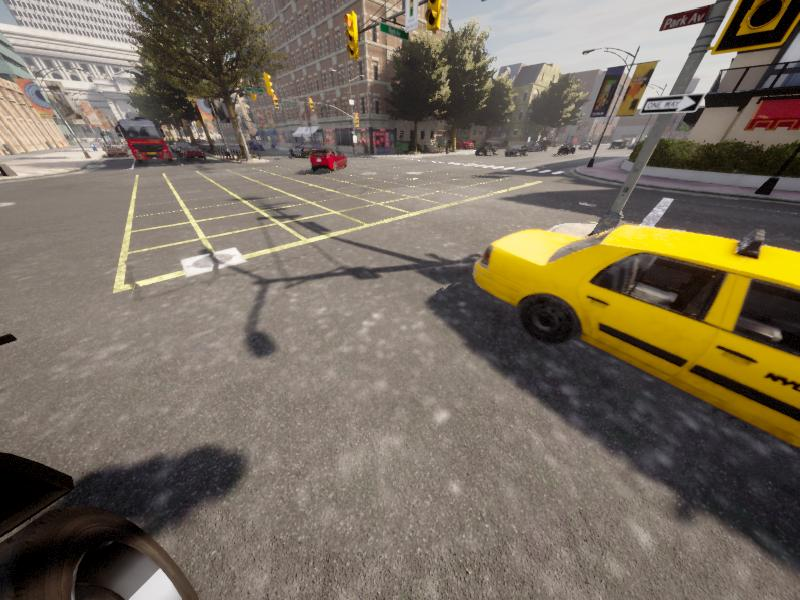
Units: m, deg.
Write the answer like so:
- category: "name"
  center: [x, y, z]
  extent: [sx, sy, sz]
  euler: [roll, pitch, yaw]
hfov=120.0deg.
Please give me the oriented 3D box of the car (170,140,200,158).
- category: "car"
  center: [-28.926, -20.319, 31.013]
  extent: [2.097, 1.767, 4.553]
  euler: [-28, 44, -34]

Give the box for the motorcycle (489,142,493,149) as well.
- category: "motorcycle"
  center: [22.553, -38.274, 57.107]
  extent: [0.764, 1.277, 2.356]
  euler: [2, 34, 20]

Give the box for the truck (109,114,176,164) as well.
- category: "truck"
  center: [-27.249, -17.094, 24.681]
  extent: [2.891, 3.827, 8.468]
  euler: [-28, 44, -34]

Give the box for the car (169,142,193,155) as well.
- category: "car"
  center: [-32.921, -22.725, 34.677]
  extent: [1.970, 1.475, 3.806]
  euler: [-27, 44, -33]

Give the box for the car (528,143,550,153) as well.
- category: "car"
  center: [27.186, -29.764, 45.139]
  extent: [4.674, 1.442, 1.812]
  euler: [-28, 44, -34]

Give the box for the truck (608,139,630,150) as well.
- category: "truck"
  center: [55.649, -39.568, 58.699]
  extent: [6.274, 2.098, 2.390]
  euler: [-28, 44, -34]

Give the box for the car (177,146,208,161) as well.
- category: "car"
  center: [-24.264, -17.156, 26.988]
  extent: [1.895, 1.301, 4.718]
  euler: [-28, 44, -34]

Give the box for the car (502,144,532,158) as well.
- category: "car"
  center: [17.048, -21.695, 33.561]
  extent: [4.892, 1.490, 1.837]
  euler: [-28, 44, -34]

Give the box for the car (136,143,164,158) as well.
- category: "car"
  center: [-32.422, -19.416, 29.981]
  extent: [1.970, 1.475, 3.806]
  euler: [-28, 44, -34]

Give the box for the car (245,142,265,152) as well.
- category: "car"
  center: [-27.446, -29.039, 43.715]
  extent: [1.812, 1.442, 4.674]
  euler: [-28, 44, -34]

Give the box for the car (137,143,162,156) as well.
- category: "car"
  center: [-36.886, -22.195, 33.990]
  extent: [1.994, 1.385, 4.181]
  euler: [-28, 44, -34]

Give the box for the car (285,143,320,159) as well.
- category: "car"
  center: [-13.047, -19.992, 30.897]
  extent: [4.974, 1.542, 2.038]
  euler: [30, 45, 35]

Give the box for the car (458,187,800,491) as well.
- category: "car"
  center: [3.375, 0.190, 2.308]
  extent: [1.801, 1.575, 5.366]
  euler: [-24, 41, -30]

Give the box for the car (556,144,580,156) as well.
- category: "car"
  center: [27.029, -24.234, 37.206]
  extent: [3.633, 1.501, 1.845]
  euler: [-28, 44, -34]

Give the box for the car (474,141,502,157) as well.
- category: "car"
  center: [13.051, -22.525, 34.366]
  extent: [3.866, 1.878, 1.905]
  euler: [-28, 44, -34]

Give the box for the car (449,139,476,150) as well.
- category: "car"
  center: [14.071, -35.466, 52.621]
  extent: [2.150, 2.045, 5.566]
  euler: [-26, 43, -32]

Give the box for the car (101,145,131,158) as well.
- category: "car"
  center: [-36.837, -19.373, 30.036]
  extent: [1.895, 1.301, 4.718]
  euler: [-28, 44, -34]

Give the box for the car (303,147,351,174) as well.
- category: "car"
  center: [-5.768, -11.521, 18.917]
  extent: [2.007, 1.525, 4.514]
  euler: [4, 35, 5]
